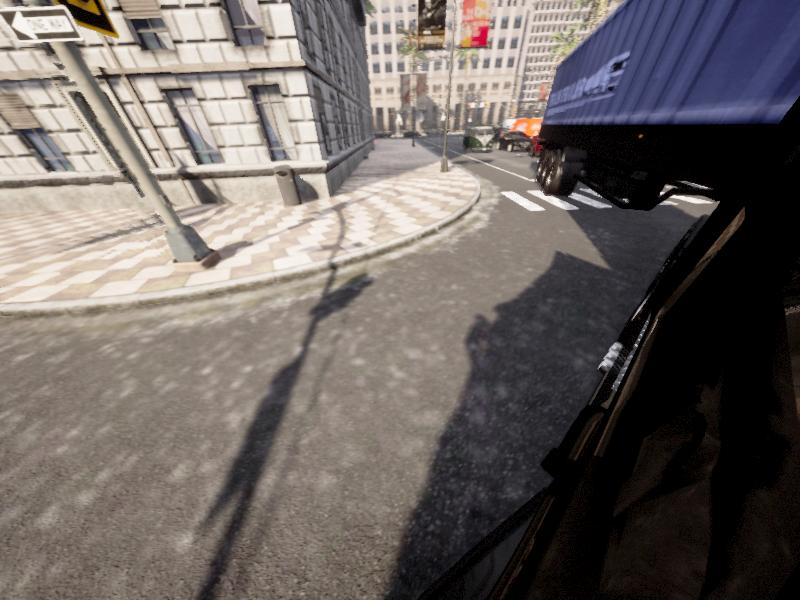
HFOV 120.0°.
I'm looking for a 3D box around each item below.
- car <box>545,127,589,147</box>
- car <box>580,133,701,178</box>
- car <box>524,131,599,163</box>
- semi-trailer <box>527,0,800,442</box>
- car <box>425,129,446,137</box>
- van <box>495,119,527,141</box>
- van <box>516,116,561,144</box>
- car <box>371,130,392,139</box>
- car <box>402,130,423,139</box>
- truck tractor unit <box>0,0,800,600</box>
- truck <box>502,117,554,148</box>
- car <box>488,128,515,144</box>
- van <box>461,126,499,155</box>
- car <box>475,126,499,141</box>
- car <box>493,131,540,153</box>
[{"bbox_3d":[17.570,-17.389,24.574,1.845,1.501,3.633,-3,37,0],"label":"car"},{"bbox_3d":[11.158,-7.090,11.184,1.845,1.501,3.633,-3,37,0],"label":"car"},{"bbox_3d":[10.929,-10.826,16.198,2.007,1.525,4.514,-3,37,0],"label":"car"},{"bbox_3d":[6.010,-4.620,5.759,2.717,4.402,14.254,10,39,15],"label":"semi-trailer"},{"bbox_3d":[9.085,-42.888,59.238,4.902,1.511,2.128,-2,37,0],"label":"car"},{"bbox_3d":[17.139,-26.685,36.191,1.988,2.561,5.915,-3,37,0],"label":"van"},{"bbox_3d":[17.368,-21.670,29.469,1.988,2.561,5.915,-3,37,0],"label":"van"},{"bbox_3d":[-4.736,-42.347,59.201,5.238,1.638,1.930,-2,37,0],"label":"car"},{"bbox_3d":[2.949,-38.252,53.427,4.674,1.442,1.812,24,44,31],"label":"car"},{"bbox_3d":[2.645,-0.295,0.351,6.516,4.208,3.053,-28,44,-30],"label":"truck tractor unit"},{"bbox_3d":[13.997,-18.734,25.801,2.627,2.467,5.204,-3,37,0],"label":"truck"},{"bbox_3d":[13.821,-22.556,31.645,1.851,1.617,3.988,-3,37,0],"label":"car"},{"bbox_3d":[7.184,-14.811,21.364,1.775,1.987,4.442,-3,37,0],"label":"van"},{"bbox_3d":[13.642,-26.413,36.588,1.932,1.855,4.605,-3,37,0],"label":"car"},{"bbox_3d":[10.684,-14.887,21.671,1.837,1.490,4.892,-3,37,0],"label":"car"}]
